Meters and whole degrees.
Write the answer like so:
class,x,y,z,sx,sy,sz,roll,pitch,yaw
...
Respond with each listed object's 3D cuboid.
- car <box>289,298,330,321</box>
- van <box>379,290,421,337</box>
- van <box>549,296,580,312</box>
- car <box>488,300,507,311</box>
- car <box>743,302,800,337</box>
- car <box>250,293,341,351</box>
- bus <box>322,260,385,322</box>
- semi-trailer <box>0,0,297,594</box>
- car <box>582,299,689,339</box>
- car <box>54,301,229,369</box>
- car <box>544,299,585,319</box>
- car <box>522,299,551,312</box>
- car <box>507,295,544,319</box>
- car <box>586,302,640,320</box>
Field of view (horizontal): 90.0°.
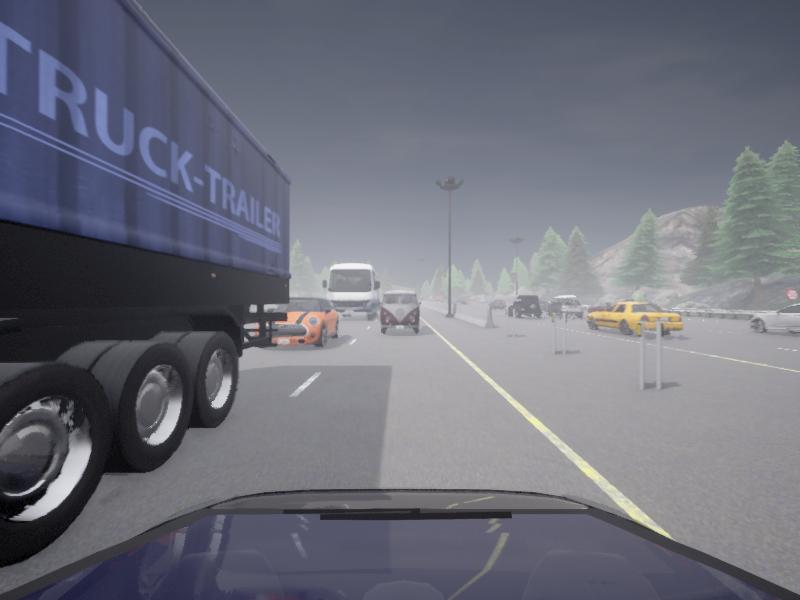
class,x,y,z,sx,sy,sz,roll,pitch,yaw
car,-6.997,0.693,31.478,2.242,1.667,4.611,0,0,0
van,0.001,0.559,19.037,1.775,1.987,4.442,0,0,0
van,21.001,0.467,51.223,2.069,2.038,4.480,0,0,0
car,13.988,0.712,57.433,1.845,1.501,3.633,0,0,0
car,17.501,0.834,17.007,1.812,1.442,4.674,0,0,0
car,-3.500,0.664,14.370,2.097,1.767,4.553,0,0,0
bus,-3.376,-0.599,32.542,3.944,4.253,10.273,0,0,0
semi-trailer,-3.505,-0.624,1.165,2.717,4.402,14.254,0,0,0
car,10.501,0.762,18.456,1.801,1.575,5.366,0,0,0
car,-7.000,0.798,11.676,1.882,1.535,5.008,0,0,0
car,14.006,0.718,34.244,1.851,1.617,3.988,0,0,0
car,17.500,0.651,51.591,2.242,1.667,4.611,0,0,0
car,10.504,0.577,33.724,1.905,1.878,3.866,0,0,0
car,17.502,0.876,33.173,1.895,1.301,4.718,0,0,0
